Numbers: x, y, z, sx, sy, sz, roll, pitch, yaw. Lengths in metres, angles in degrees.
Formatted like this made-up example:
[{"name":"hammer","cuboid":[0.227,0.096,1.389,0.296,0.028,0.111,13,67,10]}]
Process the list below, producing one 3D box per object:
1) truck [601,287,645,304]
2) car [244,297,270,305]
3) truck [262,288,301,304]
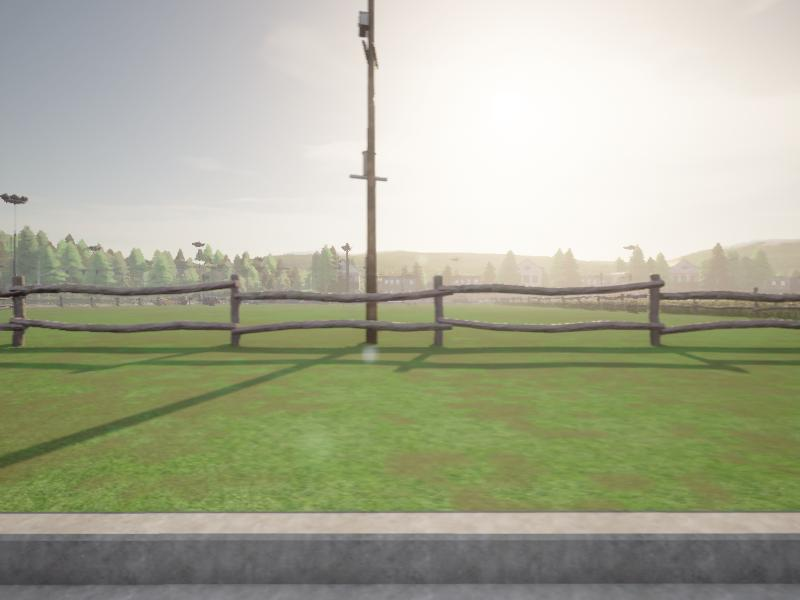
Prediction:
[{"name":"truck","cuboid":[51.037,-0.953,91.775,8.468,3.827,2.891,0,0,0]},{"name":"car","cuboid":[-30.404,0.241,85.076,4.611,1.667,2.242,0,0,0]},{"name":"truck","cuboid":[-28.258,-0.909,95.574,8.468,3.827,2.891,0,0,0]}]
